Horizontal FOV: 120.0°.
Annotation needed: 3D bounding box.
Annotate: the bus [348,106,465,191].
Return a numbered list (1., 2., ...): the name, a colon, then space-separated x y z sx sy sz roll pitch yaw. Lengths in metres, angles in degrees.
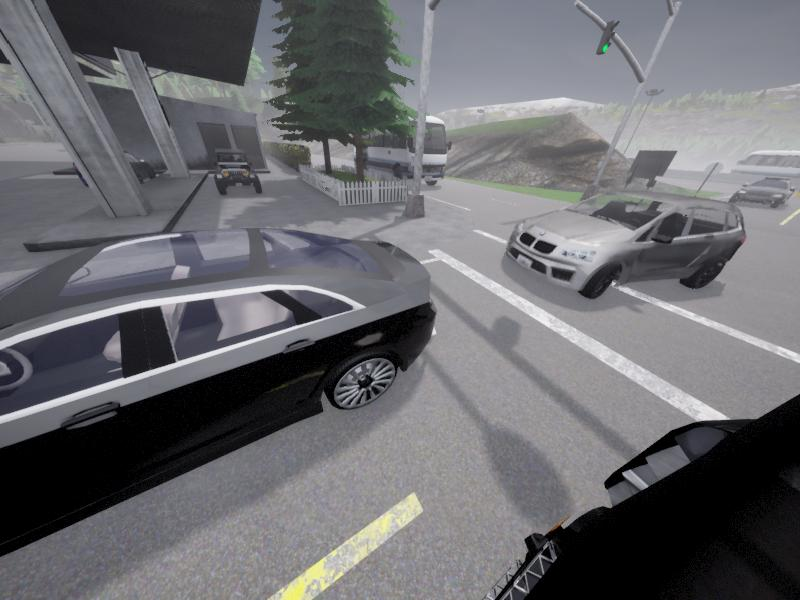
1. bus: -0.335 -11.904 18.340 3.944 4.253 10.273 -16 38 -26

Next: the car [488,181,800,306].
1. car: 4.763 -1.405 4.996 4.611 1.667 2.242 -5 34 -14

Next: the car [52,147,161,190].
1. car: -15.821 -7.472 12.935 2.242 1.667 4.611 -16 38 -26

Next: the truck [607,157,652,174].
1. truck: 44.835 -26.453 45.328 2.627 2.467 5.204 -16 38 -26

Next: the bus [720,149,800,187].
1. bus: 56.611 -19.258 33.783 3.944 4.253 10.273 -16 38 -26

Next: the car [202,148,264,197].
1. car: -8.742 -6.877 12.281 1.905 1.878 3.866 -16 38 -26

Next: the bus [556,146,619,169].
1. bus: 45.016 -34.670 56.094 3.944 4.253 10.273 -16 38 -26

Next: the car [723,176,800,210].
1. car: 23.824 -7.075 15.039 4.974 1.542 2.038 -16 38 -26

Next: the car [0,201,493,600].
1. car: -1.948 0.337 1.920 4.902 1.511 2.128 -16 38 -26
